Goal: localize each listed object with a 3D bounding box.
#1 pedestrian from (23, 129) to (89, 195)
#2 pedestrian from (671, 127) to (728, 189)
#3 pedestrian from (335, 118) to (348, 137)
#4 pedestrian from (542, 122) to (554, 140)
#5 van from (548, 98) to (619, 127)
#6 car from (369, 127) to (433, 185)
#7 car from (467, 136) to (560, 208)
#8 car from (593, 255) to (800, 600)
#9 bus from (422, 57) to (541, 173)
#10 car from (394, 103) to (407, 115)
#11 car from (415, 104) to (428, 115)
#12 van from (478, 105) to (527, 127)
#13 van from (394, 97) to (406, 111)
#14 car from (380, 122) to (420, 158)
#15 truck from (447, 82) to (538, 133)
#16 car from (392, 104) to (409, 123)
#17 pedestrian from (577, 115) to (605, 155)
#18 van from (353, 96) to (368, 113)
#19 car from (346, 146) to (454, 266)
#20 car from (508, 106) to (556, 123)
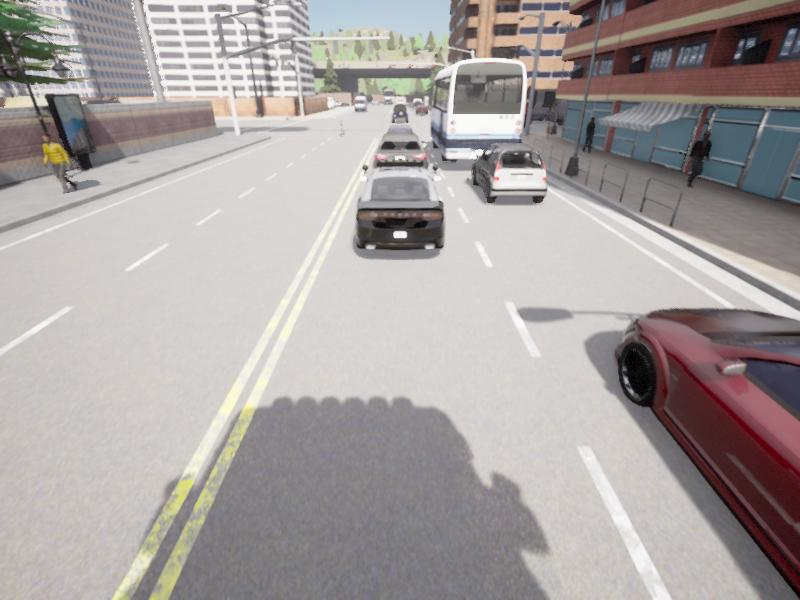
[{"bbox_3d":[-10.684,-4.300,12.505,0.751,1.860,0.751,2,27,3],"label":"pedestrian"},{"bbox_3d":[9.841,-4.683,13.207,0.751,1.860,0.751,0,27,0],"label":"pedestrian"},{"bbox_3d":[-4.527,-13.384,31.027,0.751,1.300,0.751,2,27,4],"label":"pedestrian"},{"bbox_3d":[10.139,-11.612,27.452,0.500,1.100,0.500,4,28,8],"label":"pedestrian"},{"bbox_3d":[18.525,-19.070,40.693,5.915,2.561,1.988,0,27,0],"label":"van"},{"bbox_3d":[0.013,-6.032,16.428,2.242,1.667,4.611,0,27,0],"label":"car"},{"bbox_3d":[3.513,-4.370,13.272,1.851,1.617,3.988,0,27,0],"label":"car"},{"bbox_3d":[3.507,1.059,3.020,1.994,1.385,4.181,0,27,0],"label":"car"},{"bbox_3d":[3.394,-9.711,20.738,3.944,4.253,10.273,0,27,0],"label":"bus"},{"bbox_3d":[0.039,-31.613,66.105,2.038,1.542,4.974,0,27,0],"label":"car"},{"bbox_3d":[3.532,-31.437,65.866,1.812,1.442,4.674,0,27,0],"label":"car"},{"bbox_3d":[10.411,-18.878,40.941,4.442,1.987,1.775,0,27,0],"label":"van"},{"bbox_3d":[0.048,-39.904,81.186,2.351,2.431,6.366,0,27,0],"label":"van"},{"bbox_3d":[0.018,-9.295,23.049,2.033,1.411,5.357,0,27,0],"label":"car"},{"bbox_3d":[8.478,-17.602,36.470,8.468,3.827,2.891,-20,33,-33],"label":"truck"},{"bbox_3d":[0.030,-22.215,47.528,1.905,1.878,3.866,0,27,0],"label":"car"},{"bbox_3d":[9.834,-8.536,20.667,0.751,1.860,0.751,0,27,0],"label":"pedestrian"},{"bbox_3d":[-6.963,-34.763,71.086,1.988,2.561,5.915,0,27,0],"label":"van"},{"bbox_3d":[0.006,-2.596,9.808,1.930,1.638,5.238,0,27,0],"label":"car"},{"bbox_3d":[15.449,-21.889,47.156,4.856,1.649,2.033,1,28,1],"label":"car"}]
